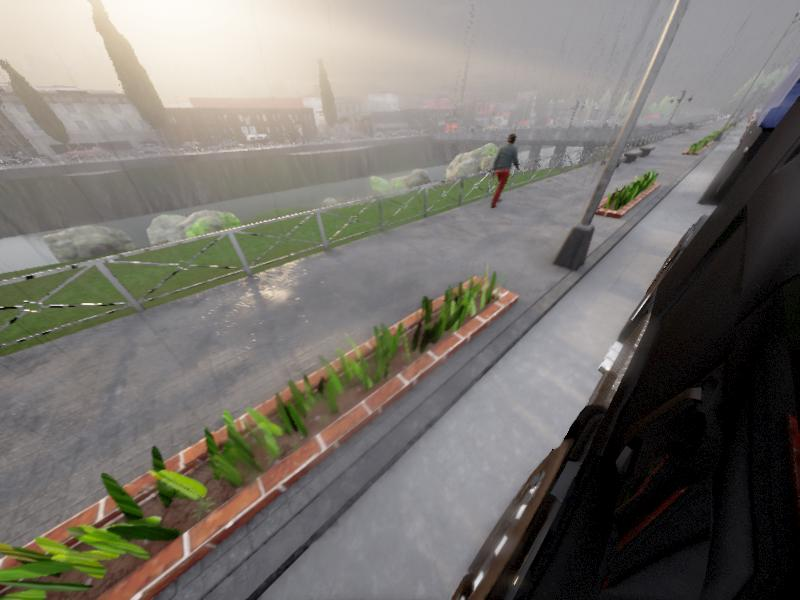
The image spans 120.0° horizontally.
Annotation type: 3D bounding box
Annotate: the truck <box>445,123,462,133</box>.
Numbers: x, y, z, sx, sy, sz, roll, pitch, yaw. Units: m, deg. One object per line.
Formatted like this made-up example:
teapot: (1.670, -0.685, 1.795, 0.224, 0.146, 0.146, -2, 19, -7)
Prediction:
truck: (17.395, -55.881, 75.096, 5.204, 2.467, 2.627, -28, 44, -30)

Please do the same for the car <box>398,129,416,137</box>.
car: (2.025, -47.289, 65.288, 5.238, 1.638, 1.930, -28, 44, -30)

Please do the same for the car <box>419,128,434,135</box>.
car: (8.437, -53.827, 73.700, 5.008, 1.535, 1.882, -28, 44, -30)

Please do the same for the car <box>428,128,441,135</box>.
car: (10.590, -51.842, 70.915, 3.988, 1.617, 1.851, -28, 44, -30)

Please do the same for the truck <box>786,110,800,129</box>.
truck: (54.334, -24.021, 30.541, 6.274, 2.098, 2.390, -28, 44, -30)

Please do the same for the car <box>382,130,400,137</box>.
car: (-2.521, -47.967, 66.522, 4.974, 1.542, 2.038, -28, 44, -30)

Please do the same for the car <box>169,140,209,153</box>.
car: (-38.946, -28.430, 42.696, 5.238, 1.638, 1.930, -28, 44, -30)

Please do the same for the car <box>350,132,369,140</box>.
car: (-10.043, -40.743, 57.448, 3.806, 1.475, 1.970, -28, 44, -30)

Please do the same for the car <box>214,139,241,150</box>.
car: (-34.157, -30.931, 45.870, 3.806, 1.475, 1.970, -28, 44, -30)

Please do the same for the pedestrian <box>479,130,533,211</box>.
pedestrian: (2.928, -3.625, 6.540, 0.751, 1.860, 0.751, -30, 45, -32)

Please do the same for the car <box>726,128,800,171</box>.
car: (18.213, -7.472, 11.337, 4.181, 1.385, 1.994, -28, 44, -30)

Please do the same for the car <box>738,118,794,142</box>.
car: (32.569, -15.241, 20.671, 4.514, 1.525, 2.007, -28, 44, -30)

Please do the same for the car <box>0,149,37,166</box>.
car: (-55.232, -19.682, 32.057, 4.856, 1.649, 2.033, -28, 44, -30)

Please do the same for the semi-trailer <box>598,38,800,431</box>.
semi-trailer: (8.711, -3.596, 4.216, 14.254, 4.402, 2.717, -28, 44, -30)

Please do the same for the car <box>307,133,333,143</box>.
car: (-19.155, -39.040, 55.612, 5.238, 1.638, 1.930, -28, 44, -30)

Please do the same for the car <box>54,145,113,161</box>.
car: (-49.136, -22.950, 36.039, 5.027, 1.651, 2.152, -28, 44, -30)

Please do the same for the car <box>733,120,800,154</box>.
car: (24.483, -10.904, 15.391, 4.514, 1.525, 2.007, -28, 44, -30)

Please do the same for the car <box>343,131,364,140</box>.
car: (-12.065, -42.847, 60.258, 4.856, 1.649, 2.033, -28, 44, -30)

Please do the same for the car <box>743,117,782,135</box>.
car: (40.619, -19.550, 25.960, 4.193, 1.474, 1.816, -28, 44, -30)

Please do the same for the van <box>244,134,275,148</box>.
van: (-27.804, -31.438, 45.676, 4.480, 2.038, 2.069, -28, 44, -30)

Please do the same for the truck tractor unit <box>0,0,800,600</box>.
truck tractor unit: (2.645, -0.295, 0.351, 6.516, 4.208, 3.053, -28, 44, -30)

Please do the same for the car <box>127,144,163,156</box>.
car: (-43.673, -25.820, 39.647, 3.806, 1.475, 1.970, -28, 44, -30)
